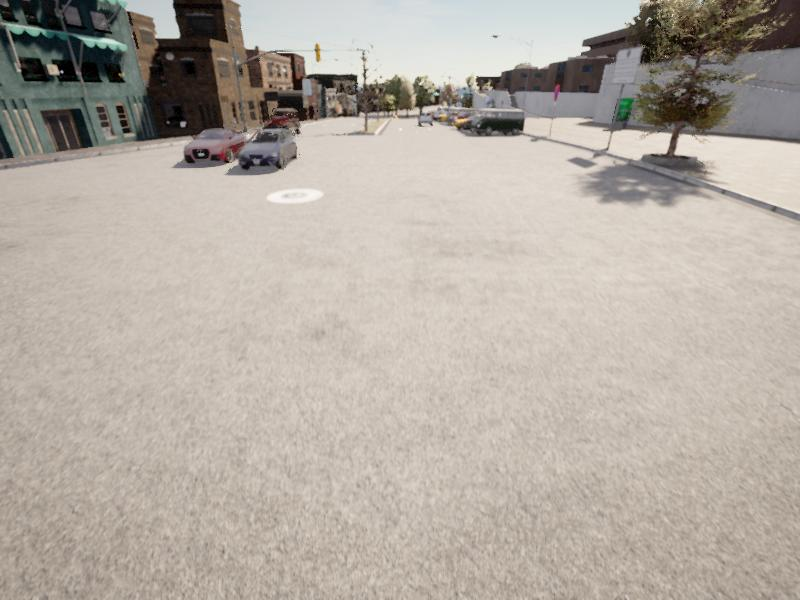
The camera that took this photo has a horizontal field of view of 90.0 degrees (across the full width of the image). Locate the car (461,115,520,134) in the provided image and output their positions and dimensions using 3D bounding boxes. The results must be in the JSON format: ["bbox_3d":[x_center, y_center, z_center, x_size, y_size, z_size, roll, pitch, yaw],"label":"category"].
[{"bbox_3d":[8.115,-15.772,35.899,4.674,1.452,2.002,-8,27,-18],"label":"car"}]

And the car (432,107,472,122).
[{"bbox_3d":[8.176,-29.018,62.586,5.566,2.045,2.435,-8,27,-18],"label":"car"}]

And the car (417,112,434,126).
[{"bbox_3d":[3.064,-22.321,49.232,1.845,1.501,3.633,0,26,0],"label":"car"}]

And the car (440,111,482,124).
[{"bbox_3d":[8.311,-24.928,54.702,5.366,1.575,1.946,-8,27,-18],"label":"car"}]

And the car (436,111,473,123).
[{"bbox_3d":[8.148,-27.493,60.000,5.008,1.535,2.097,-8,28,-18],"label":"car"}]

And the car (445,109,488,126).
[{"bbox_3d":[8.166,-22.417,49.233,4.553,1.767,2.185,-8,28,-18],"label":"car"}]

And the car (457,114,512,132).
[{"bbox_3d":[8.125,-17.069,38.575,4.674,1.452,2.002,-8,28,-18],"label":"car"}]

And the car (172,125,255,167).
[{"bbox_3d":[-8.845,-7.574,19.470,1.994,1.385,4.181,0,29,0],"label":"car"}]

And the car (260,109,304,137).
[{"bbox_3d":[-9.116,-13.960,31.364,1.905,1.878,3.866,3,26,5],"label":"car"}]

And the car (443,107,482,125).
[{"bbox_3d":[8.033,-23.786,51.821,4.442,1.987,1.878,-8,28,-18],"label":"car"}]

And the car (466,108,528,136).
[{"bbox_3d":[8.013,-14.695,33.060,4.442,1.987,1.878,-8,28,-18],"label":"car"}]

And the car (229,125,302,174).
[{"bbox_3d":[-5.846,-6.859,17.991,1.816,1.474,4.193,0,28,0],"label":"car"}]

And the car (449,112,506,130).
[{"bbox_3d":[7.952,-18.382,41.177,5.366,1.575,1.946,-8,28,-18],"label":"car"}]
